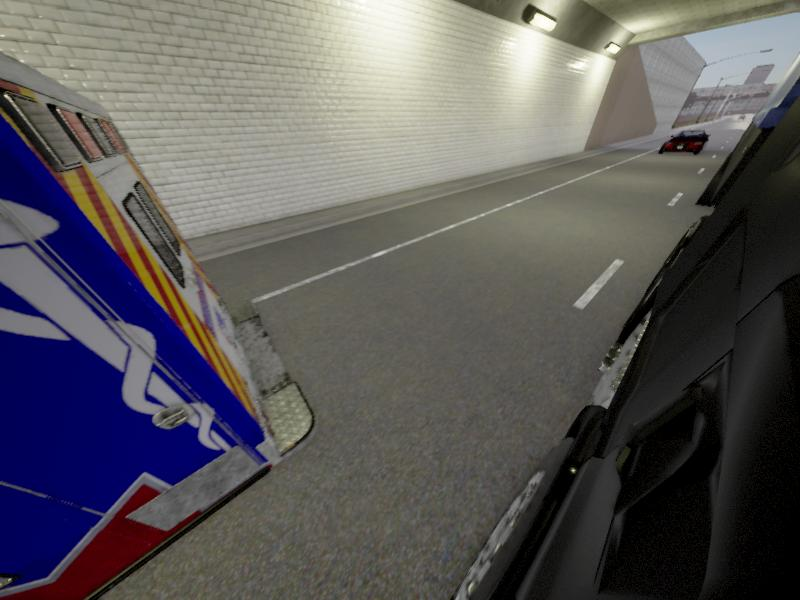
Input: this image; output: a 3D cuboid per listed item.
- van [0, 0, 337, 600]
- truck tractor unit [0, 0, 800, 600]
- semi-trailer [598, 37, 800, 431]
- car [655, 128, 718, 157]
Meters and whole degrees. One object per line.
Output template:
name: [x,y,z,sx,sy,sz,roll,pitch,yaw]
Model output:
van: [-3.769,1.116,0.364,6.366,2.431,2.351,-28,43,-30]
truck tractor unit: [2.645,-0.295,0.351,6.516,4.208,3.053,-28,44,-30]
semi-trailer: [8.699,-3.587,4.253,14.254,4.402,2.717,-28,43,-30]
car: [20.161,-11.114,16.267,4.181,1.385,1.994,-28,43,-30]
